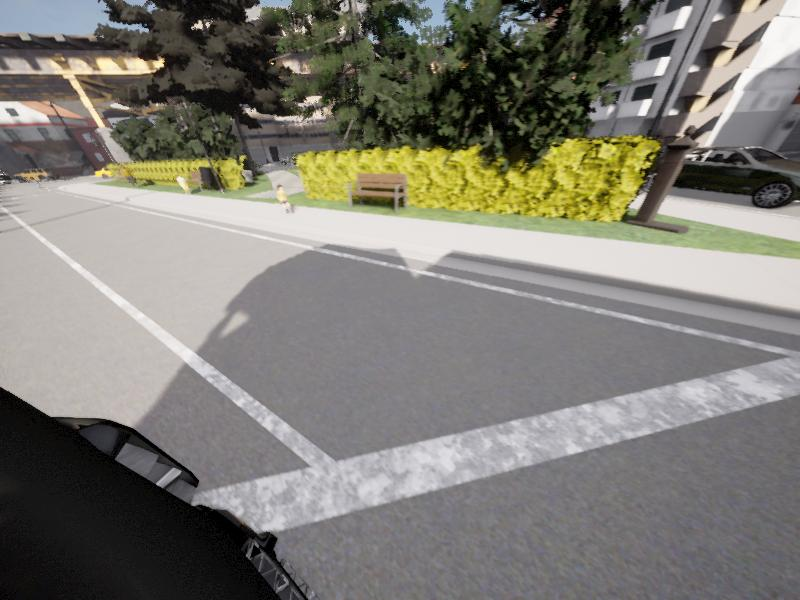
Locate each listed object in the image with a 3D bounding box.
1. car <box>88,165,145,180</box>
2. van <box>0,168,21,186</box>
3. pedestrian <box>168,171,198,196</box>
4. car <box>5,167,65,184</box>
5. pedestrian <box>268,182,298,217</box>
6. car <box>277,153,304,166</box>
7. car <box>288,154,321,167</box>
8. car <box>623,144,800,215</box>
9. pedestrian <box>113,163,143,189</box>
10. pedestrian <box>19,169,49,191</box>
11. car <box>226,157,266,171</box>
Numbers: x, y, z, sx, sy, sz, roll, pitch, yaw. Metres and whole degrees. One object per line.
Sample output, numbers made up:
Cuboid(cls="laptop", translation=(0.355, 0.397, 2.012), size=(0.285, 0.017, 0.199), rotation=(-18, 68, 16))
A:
Cuboid(cls="car", translation=(-43.417, -19.735, 35.569), size=(5.366, 1.575, 1.801), rotation=(-9, 34, -9))
Cuboid(cls="van", translation=(-58.568, -17.279, 32.731), size=(4.480, 2.038, 2.069), rotation=(-10, 34, -10))
Cuboid(cls="pedestrian", translation=(-13.565, -7.277, 14.457), size=(0.751, 1.300, 0.751), rotation=(20, 40, 30))
Cuboid(cls="car", translation=(-56.822, -19.525, 36.087), size=(4.605, 1.855, 1.932), rotation=(-10, 34, -10))
Cuboid(cls="pedestrian", translation=(-4.331, -3.746, 8.599), size=(0.500, 1.100, 0.500), rotation=(19, 40, 30))
Cuboid(cls="car", translation=(-20.118, -25.985, 42.724), size=(3.866, 1.878, 1.905), rotation=(-10, 34, -10))
Cuboid(cls="car", translation=(-16.610, -24.490, 40.447), size=(5.027, 1.651, 2.152), rotation=(-10, 34, -10))
Cuboid(cls="car", translation=(12.080, -4.700, 8.528), size=(2.152, 1.651, 5.027), rotation=(-10, 34, -10))
Cuboid(cls="pedestrian", translation=(-22.800, -10.418, 19.403), size=(0.751, 1.860, 0.751), rotation=(17, 38, 27))
Cuboid(cls="pedestrian", translation=(-37.622, -12.377, 23.806), size=(0.751, 1.860, 0.751), rotation=(26, 43, 36))
Cuboid(cls="car", translation=(-25.677, -22.861, 38.751), size=(5.027, 1.651, 2.152), rotation=(-10, 34, -10))
